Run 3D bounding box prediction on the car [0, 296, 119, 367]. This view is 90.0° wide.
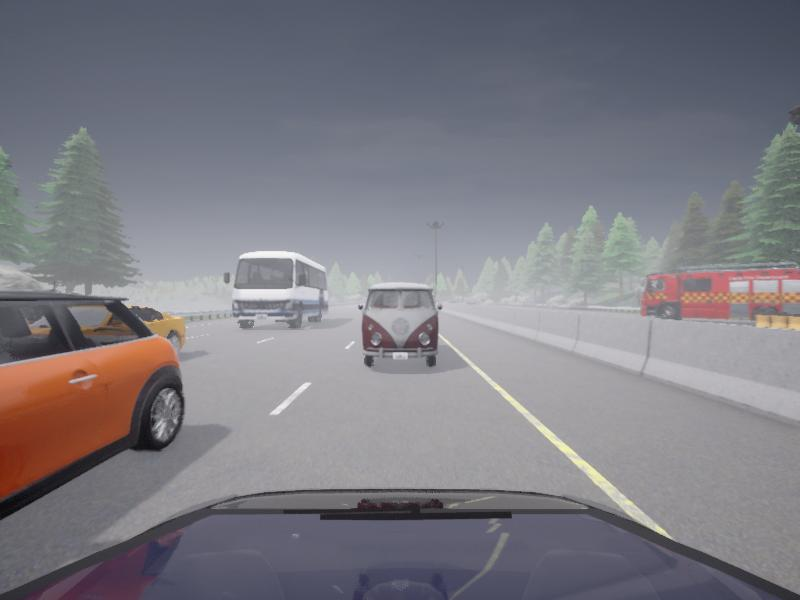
[{"bbox_3d":[-10.491,0.744,11.015,2.242,1.667,4.611,0,0,0],"label":"car"}]

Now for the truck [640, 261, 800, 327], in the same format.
[{"bbox_3d":[21.245,-0.358,26.686,2.891,3.827,8.468,-1,1,-43],"label":"truck"}]

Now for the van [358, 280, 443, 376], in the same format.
[{"bbox_3d":[0.008,0.586,10.546,1.775,1.987,4.442,0,0,0],"label":"van"}]

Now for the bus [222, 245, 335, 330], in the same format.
[{"bbox_3d":[-6.861,-0.558,25.081,3.944,4.253,10.273,0,-1,0],"label":"bus"}]

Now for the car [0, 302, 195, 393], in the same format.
[{"bbox_3d":[-6.994,0.811,9.276,1.882,1.535,5.008,0,0,0],"label":"car"}]

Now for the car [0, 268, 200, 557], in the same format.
[{"bbox_3d":[-3.498,0.690,2.626,2.097,1.767,4.553,0,0,0],"label":"car"}]
